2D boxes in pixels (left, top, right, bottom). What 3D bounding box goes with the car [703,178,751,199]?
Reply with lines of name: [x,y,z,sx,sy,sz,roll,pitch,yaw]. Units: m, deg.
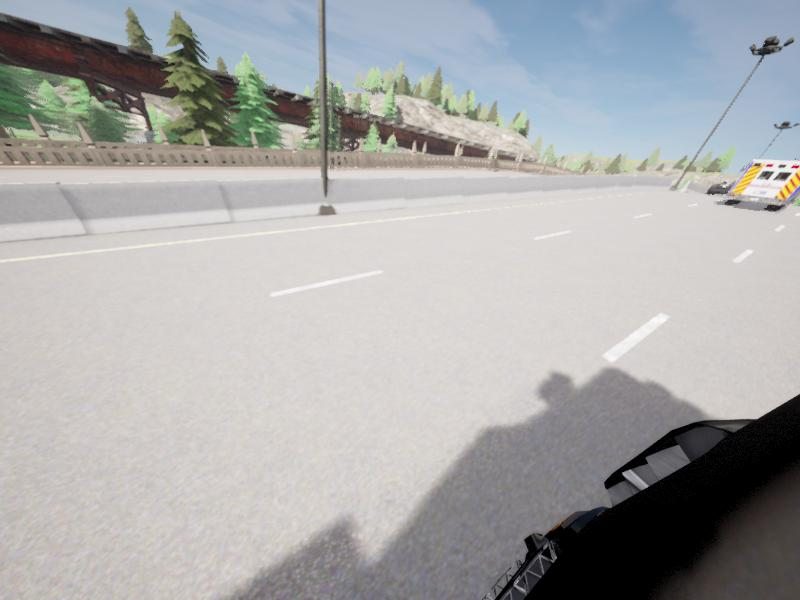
car: [33.397,-11.344,23.576,3.806,1.475,1.970,-12,36,-28]

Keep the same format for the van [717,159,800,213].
van: [23.379,-7.178,14.490,6.366,2.431,2.351,-15,38,-27]
